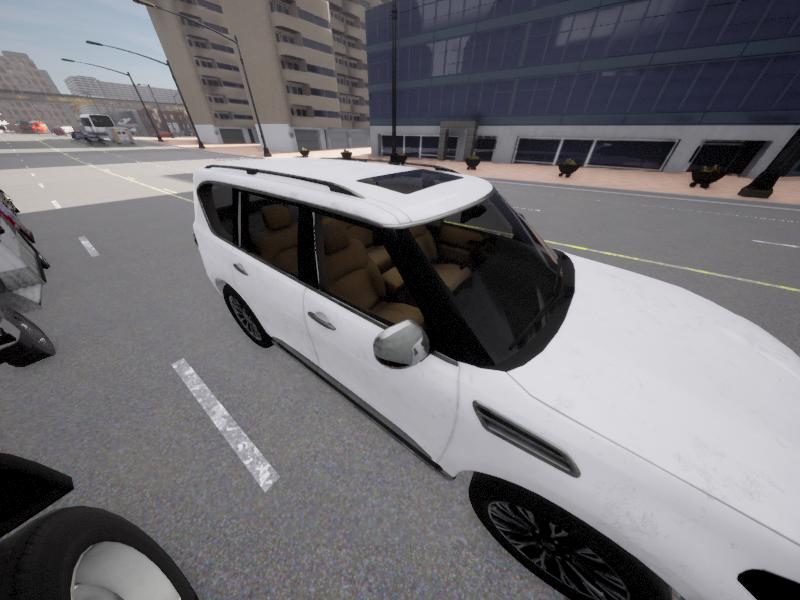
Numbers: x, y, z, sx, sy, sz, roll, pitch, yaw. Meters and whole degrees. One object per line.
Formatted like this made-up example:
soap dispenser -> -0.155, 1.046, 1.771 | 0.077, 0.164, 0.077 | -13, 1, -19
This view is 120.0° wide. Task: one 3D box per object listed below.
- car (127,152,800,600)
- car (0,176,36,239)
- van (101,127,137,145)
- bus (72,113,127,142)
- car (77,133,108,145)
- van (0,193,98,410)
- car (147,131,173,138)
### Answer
car -> -0.019, -0.211, 2.438 | 5.566, 2.045, 2.150 | 23, 41, 28
car -> -12.930, -2.858, 6.572 | 4.902, 1.511, 2.128 | 23, 41, 28
van -> -50.874, -29.745, 41.816 | 6.366, 2.431, 2.351 | 24, 42, 27
bus -> -60.717, -34.809, 46.664 | 10.273, 4.253, 3.944 | 24, 41, 27
car -> -52.846, -27.674, 39.731 | 4.902, 1.511, 2.128 | 24, 42, 27
van -> -6.907, -0.729, 2.804 | 6.366, 2.431, 2.351 | 22, 41, 28
car -> -68.615, -47.442, 66.188 | 2.242, 1.667, 4.611 | 24, 42, 29
